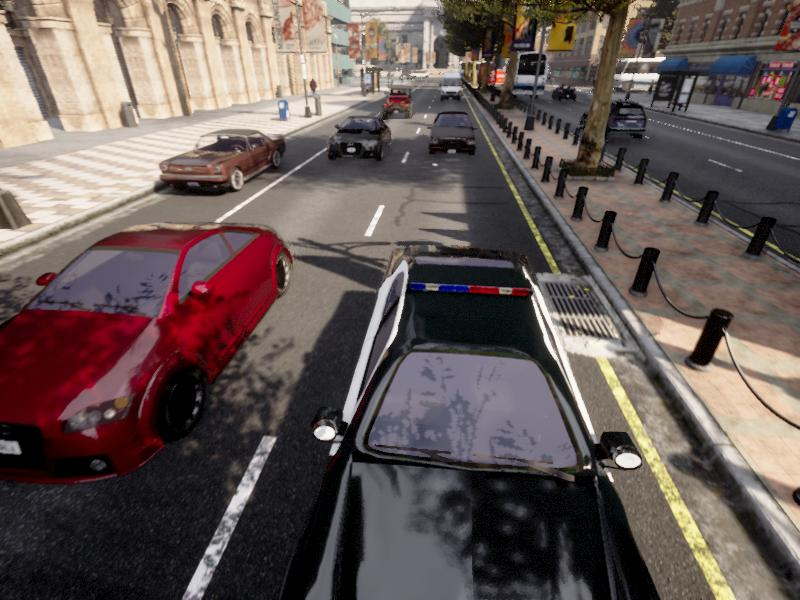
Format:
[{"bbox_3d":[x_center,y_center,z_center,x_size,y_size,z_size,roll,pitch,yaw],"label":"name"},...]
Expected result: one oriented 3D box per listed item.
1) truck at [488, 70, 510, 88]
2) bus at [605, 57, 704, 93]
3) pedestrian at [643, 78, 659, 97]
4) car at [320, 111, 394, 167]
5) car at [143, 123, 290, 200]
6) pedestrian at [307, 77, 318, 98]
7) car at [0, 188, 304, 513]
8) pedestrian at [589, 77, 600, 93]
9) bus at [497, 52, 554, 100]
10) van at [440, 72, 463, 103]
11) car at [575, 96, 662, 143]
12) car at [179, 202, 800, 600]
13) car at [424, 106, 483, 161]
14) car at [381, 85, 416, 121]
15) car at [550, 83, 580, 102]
[{"bbox_3d":[16.523,-37.066,67.075,2.627,2.467,5.204,3,30,5],"label":"truck"},{"bbox_3d":[35.349,-31.627,56.150,10.273,4.253,3.944,3,30,4],"label":"bus"},{"bbox_3d":[27.410,-23.216,43.726,0.751,1.860,0.751,6,31,9],"label":"pedestrian"},{"bbox_3d":[-1.483,-6.355,15.503,1.994,1.385,4.181,3,30,5],"label":"car"},{"bbox_3d":[-5.167,-4.384,12.165,1.895,1.301,4.718,3,30,5],"label":"car"},{"bbox_3d":[-8.954,-21.884,41.157,0.751,1.860,0.751,1,30,2],"label":"pedestrian"},{"bbox_3d":[-2.827,-0.034,4.681,1.994,1.385,4.181,3,31,5],"label":"car"},{"bbox_3d":[25.735,-28.396,52.871,0.751,1.860,0.751,3,30,4],"label":"pedestrian"},{"bbox_3d":[13.740,-25.310,45.172,3.944,4.253,10.273,3,30,5],"label":"bus"},{"bbox_3d":[5.122,-21.357,40.046,1.988,2.561,5.915,3,30,5],"label":"van"},{"bbox_3d":[10.775,-9.232,20.262,2.033,1.649,4.856,3,30,4],"label":"car"},{"bbox_3d":[0.510,0.718,3.273,2.038,1.542,4.974,3,30,5],"label":"car"},{"bbox_3d":[2.210,-7.174,16.908,2.033,1.411,5.357,3,30,5],"label":"car"},{"bbox_3d":[-0.057,-13.288,26.851,1.905,1.878,3.866,3,30,5],"label":"car"},{"bbox_3d":[16.767,-21.193,40.856,1.845,1.501,3.633,3,30,5],"label":"car"}]
